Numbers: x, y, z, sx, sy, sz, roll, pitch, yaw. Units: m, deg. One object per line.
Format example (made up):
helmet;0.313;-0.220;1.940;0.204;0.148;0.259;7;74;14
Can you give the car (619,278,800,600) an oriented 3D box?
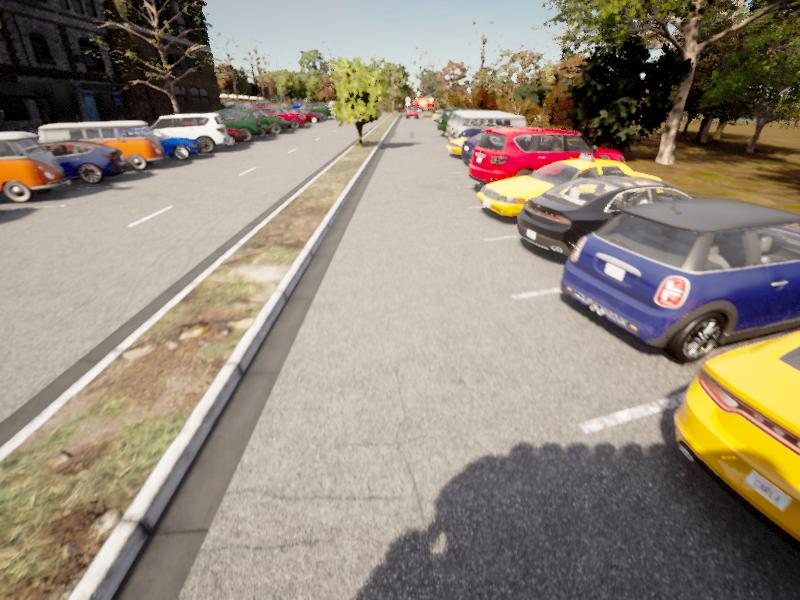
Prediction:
car;4.834;0.812;3.376;5.008;1.535;2.097;-8;28;-17

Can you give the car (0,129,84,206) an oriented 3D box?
car;-13.053;-4.052;12.338;4.442;1.987;1.878;-9;28;-16

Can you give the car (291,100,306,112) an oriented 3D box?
car;-21.628;-41.340;85.334;2.435;2.045;5.566;-8;26;-16

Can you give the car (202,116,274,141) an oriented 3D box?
car;-12.492;-13.421;31.150;4.792;1.488;2.163;-9;28;-16

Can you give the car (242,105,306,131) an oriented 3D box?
car;-12.216;-17.789;39.045;5.566;2.045;2.435;-9;28;-16

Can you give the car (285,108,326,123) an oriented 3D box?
car;-11.825;-23.028;49.882;4.674;1.452;2.002;-9;28;-16

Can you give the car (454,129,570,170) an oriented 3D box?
car;5.298;-7.310;19.252;4.792;1.488;2.163;-8;28;-17

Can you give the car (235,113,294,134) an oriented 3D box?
car;-12.306;-16.165;36.496;4.792;1.488;2.163;-9;28;-16

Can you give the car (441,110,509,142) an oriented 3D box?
car;5.521;-12.952;29.676;4.442;1.987;1.878;-8;29;-16

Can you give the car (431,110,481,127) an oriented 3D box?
car;6.076;-19.721;43.417;4.792;1.488;2.163;-8;29;-16

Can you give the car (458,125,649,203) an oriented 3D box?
car;5.125;-4.841;13.832;5.566;2.045;2.435;-8;28;-17

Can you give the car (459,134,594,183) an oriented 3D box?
car;5.157;-5.940;16.583;4.792;1.488;2.163;-8;29;-17

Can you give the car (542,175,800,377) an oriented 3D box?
car;4.860;-0.651;5.948;4.553;1.767;2.185;-8;28;-17

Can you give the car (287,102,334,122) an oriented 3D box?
car;-11.747;-24.665;52.414;5.566;2.045;2.435;-9;29;-16

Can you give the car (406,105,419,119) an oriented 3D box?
car;1.773;-26.968;57.355;1.851;1.617;3.988;1;27;2

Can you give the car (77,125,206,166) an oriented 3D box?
car;-12.895;-7.954;20.438;5.008;1.535;2.097;-9;28;-16

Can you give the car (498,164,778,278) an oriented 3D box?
car;4.941;-1.898;8.653;4.892;1.521;2.231;-8;28;-17

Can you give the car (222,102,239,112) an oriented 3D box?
car;-29.718;-33.965;70.422;2.231;1.521;4.892;-8;27;-15

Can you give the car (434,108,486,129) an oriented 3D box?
car;6.026;-18.319;40.349;4.553;1.767;2.185;-8;29;-16

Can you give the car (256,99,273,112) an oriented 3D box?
car;-23.791;-34.070;70.056;2.435;2.045;5.566;-8;27;-16

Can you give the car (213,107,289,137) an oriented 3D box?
car;-12.405;-15.044;33.697;5.566;2.045;2.435;-9;28;-16

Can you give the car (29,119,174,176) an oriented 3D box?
car;-12.878;-6.802;17.696;4.442;1.987;1.878;-9;28;-16

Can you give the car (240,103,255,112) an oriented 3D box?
car;-26.763;-33.876;70.324;2.002;1.452;4.674;-8;27;-16

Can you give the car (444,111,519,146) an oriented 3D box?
car;5.433;-11.592;27.028;4.442;1.987;1.878;-8;29;-16

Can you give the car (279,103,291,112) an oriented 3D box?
car;-24.630;-41.162;85.546;2.231;1.521;4.892;-7;26;-16

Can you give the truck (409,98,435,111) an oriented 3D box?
truck;4.663;-41.594;85.275;2.627;2.467;5.204;-21;33;-37

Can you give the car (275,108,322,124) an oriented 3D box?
car;-11.935;-21.680;47.175;5.008;1.535;2.097;-9;28;-16

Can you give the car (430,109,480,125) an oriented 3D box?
car;6.383;-21.332;46.487;5.366;1.575;1.946;-8;28;-16

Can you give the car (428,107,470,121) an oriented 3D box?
car;6.429;-24.401;52.466;4.892;1.521;2.231;-8;29;-16

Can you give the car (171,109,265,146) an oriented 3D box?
car;-12.641;-12.286;28.327;5.566;2.045;2.435;-9;29;-16

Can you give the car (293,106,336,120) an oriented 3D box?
car;-11.791;-25.815;55.170;5.366;1.575;1.946;-9;29;-16

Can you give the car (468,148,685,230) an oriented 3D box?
car;4.843;-3.231;11.235;5.366;1.575;1.946;-8;29;-17

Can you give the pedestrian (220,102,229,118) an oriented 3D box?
pedestrian;-23.214;-25.147;52.876;0.751;1.860;0.751;-10;27;-20

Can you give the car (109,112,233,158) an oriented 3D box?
car;-12.827;-9.543;22.984;5.566;2.045;2.435;-9;29;-16

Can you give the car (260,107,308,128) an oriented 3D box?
car;-12.108;-19.045;41.766;4.553;1.767;2.185;-9;29;-16

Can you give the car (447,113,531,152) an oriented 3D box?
car;5.344;-10.232;24.380;4.442;1.987;1.878;-8;29;-17

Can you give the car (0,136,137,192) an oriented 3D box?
car;-13.101;-5.174;15.088;4.792;1.488;2.163;-9;29;-16

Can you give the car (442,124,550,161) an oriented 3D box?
car;5.184;-8.667;21.817;5.366;1.575;1.946;-8;29;-16

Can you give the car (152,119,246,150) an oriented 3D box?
car;-12.709;-10.698;25.783;5.008;1.535;2.097;-9;28;-16

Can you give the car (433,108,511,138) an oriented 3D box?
car;5.749;-14.355;32.356;5.566;2.045;2.435;-8;28;-17

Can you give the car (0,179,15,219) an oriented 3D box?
car;-13.413;-2.426;9.668;5.366;1.575;1.946;-10;29;-16
